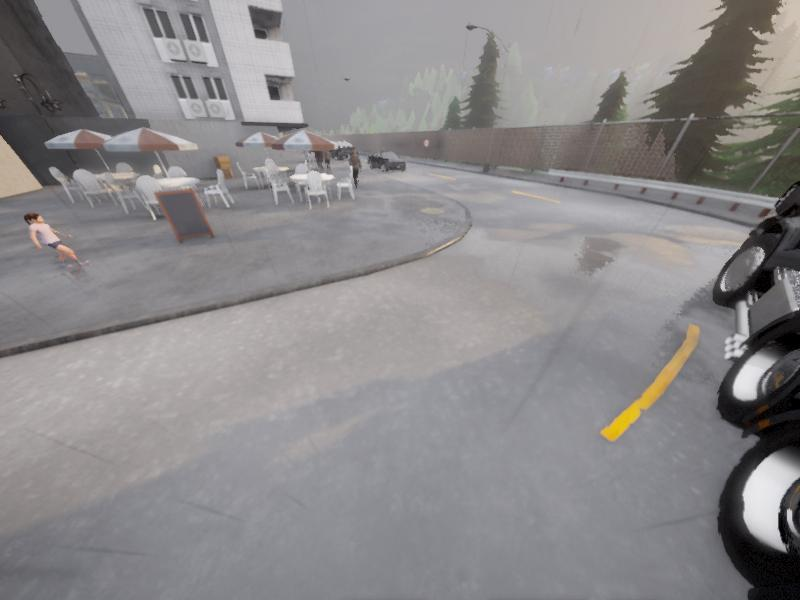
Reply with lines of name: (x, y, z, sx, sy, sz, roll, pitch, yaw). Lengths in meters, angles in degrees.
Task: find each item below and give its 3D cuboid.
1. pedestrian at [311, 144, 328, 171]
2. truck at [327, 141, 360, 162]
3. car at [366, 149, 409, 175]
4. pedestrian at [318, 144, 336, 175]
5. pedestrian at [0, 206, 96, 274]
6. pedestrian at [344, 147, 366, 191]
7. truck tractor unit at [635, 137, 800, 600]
pedestrian: (-6.637, -11.750, 19.032, 0.751, 1.860, 0.751, -23, 41, -30)
truck: (-7.570, -19.776, 30.602, 2.390, 2.098, 6.274, -15, 38, -21)
car: (-1.216, -12.172, 20.187, 1.882, 1.535, 5.008, -15, 38, -21)
pedestrian: (-5.356, -10.359, 17.041, 0.751, 1.860, 0.751, -23, 41, -30)
pedestrian: (-6.702, -1.140, 4.419, 0.500, 1.100, 0.500, -17, 38, -23)
pedestrian: (-2.275, -6.680, 11.764, 0.751, 1.860, 0.751, -14, 37, -20)
truck tractor unit: (4.876, -0.488, 1.043, 6.516, 4.208, 3.053, -27, 43, -33)
